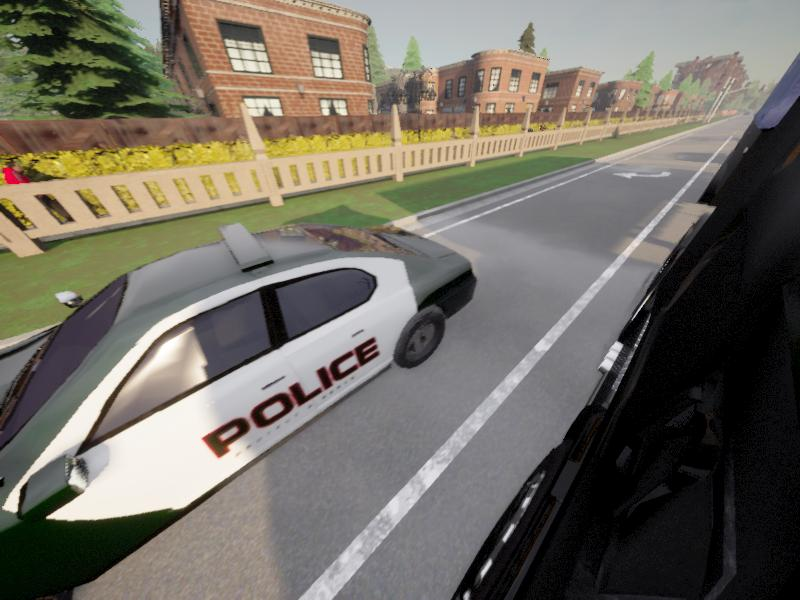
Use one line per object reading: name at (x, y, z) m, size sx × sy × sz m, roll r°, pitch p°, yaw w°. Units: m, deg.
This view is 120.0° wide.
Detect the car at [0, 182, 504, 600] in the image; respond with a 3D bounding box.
car at (-1.543, 0.314, 2.063) m, size 4.974 × 1.542 × 2.038 m, roll -28°, pitch 44°, yaw -30°

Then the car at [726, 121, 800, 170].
car at (18.955, -7.947, 11.683) m, size 5.027 × 1.651 × 2.152 m, roll -28°, pitch 44°, yaw -30°

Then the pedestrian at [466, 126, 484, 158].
pedestrian at (5.444, -11.498, 16.842) m, size 0.751 × 1.860 × 0.751 m, roll -28°, pitch 43°, yaw -30°

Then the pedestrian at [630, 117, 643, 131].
pedestrian at (39.470, -29.381, 38.524) m, size 0.751 × 1.860 × 0.751 m, roll -29°, pitch 44°, yaw -30°

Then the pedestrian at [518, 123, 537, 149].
pedestrian at (11.395, -14.661, 20.681) m, size 0.751 × 1.860 × 0.751 m, roll -28°, pitch 43°, yaw -29°

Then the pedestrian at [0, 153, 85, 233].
pedestrian at (-10.307, -3.000, 6.516) m, size 0.751 × 1.860 × 0.751 m, roll -29°, pitch 44°, yaw -30°

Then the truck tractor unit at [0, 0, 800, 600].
truck tractor unit at (2.645, -0.295, 0.351) m, size 6.516 × 4.208 × 3.053 m, roll -28°, pitch 44°, yaw -30°

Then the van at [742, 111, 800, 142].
van at (31.952, -15.029, 19.992) m, size 4.442 × 1.987 × 1.775 m, roll -28°, pitch 43°, yaw -30°

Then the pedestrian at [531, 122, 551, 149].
pedestrian at (12.159, -14.173, 19.976) m, size 0.751 × 1.860 × 0.751 m, roll -29°, pitch 44°, yaw -30°

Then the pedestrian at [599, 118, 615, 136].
pedestrian at (27.864, -23.281, 31.122) m, size 0.751 × 1.860 × 0.751 m, roll -29°, pitch 44°, yaw -30°

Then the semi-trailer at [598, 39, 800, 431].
semi-trailer at (8.697, -3.610, 4.225) m, size 14.254 × 4.402 × 2.717 m, roll -28°, pitch 44°, yaw -30°

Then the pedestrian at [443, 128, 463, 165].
pedestrian at (3.277, -9.528, 14.349) m, size 0.751 × 1.860 × 0.751 m, roll -32°, pitch 45°, yaw -33°

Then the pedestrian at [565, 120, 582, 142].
pedestrian at (18.724, -18.207, 24.938) m, size 0.751 × 1.860 × 0.751 m, roll -29°, pitch 44°, yaw -30°
